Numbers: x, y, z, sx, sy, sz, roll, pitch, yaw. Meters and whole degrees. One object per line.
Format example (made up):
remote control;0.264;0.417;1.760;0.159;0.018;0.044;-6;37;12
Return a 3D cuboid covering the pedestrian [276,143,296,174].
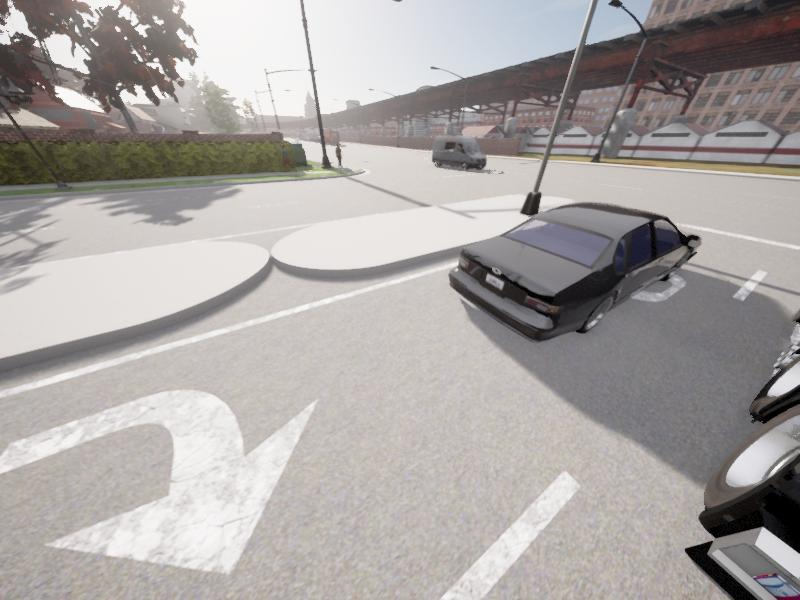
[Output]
pedestrian;-8.185;-10.196;16.640;0.751;1.860;0.751;-20;40;-27

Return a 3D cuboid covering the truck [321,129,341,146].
truck;-20.726;-48.685;69.039;2.891;3.827;8.468;-18;40;-24

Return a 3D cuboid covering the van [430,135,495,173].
van;5.370;-13.450;21.130;1.988;2.561;5.915;-18;39;-24

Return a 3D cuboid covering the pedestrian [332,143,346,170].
pedestrian;-4.914;-11.620;18.709;0.751;1.860;0.751;-5;35;-8

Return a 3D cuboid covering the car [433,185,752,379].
car;3.424;-0.916;4.120;5.357;1.411;2.033;-18;39;-24

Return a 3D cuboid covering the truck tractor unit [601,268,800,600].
truck tractor unit;5.116;-0.296;0.773;6.516;4.208;3.053;-18;39;-24
